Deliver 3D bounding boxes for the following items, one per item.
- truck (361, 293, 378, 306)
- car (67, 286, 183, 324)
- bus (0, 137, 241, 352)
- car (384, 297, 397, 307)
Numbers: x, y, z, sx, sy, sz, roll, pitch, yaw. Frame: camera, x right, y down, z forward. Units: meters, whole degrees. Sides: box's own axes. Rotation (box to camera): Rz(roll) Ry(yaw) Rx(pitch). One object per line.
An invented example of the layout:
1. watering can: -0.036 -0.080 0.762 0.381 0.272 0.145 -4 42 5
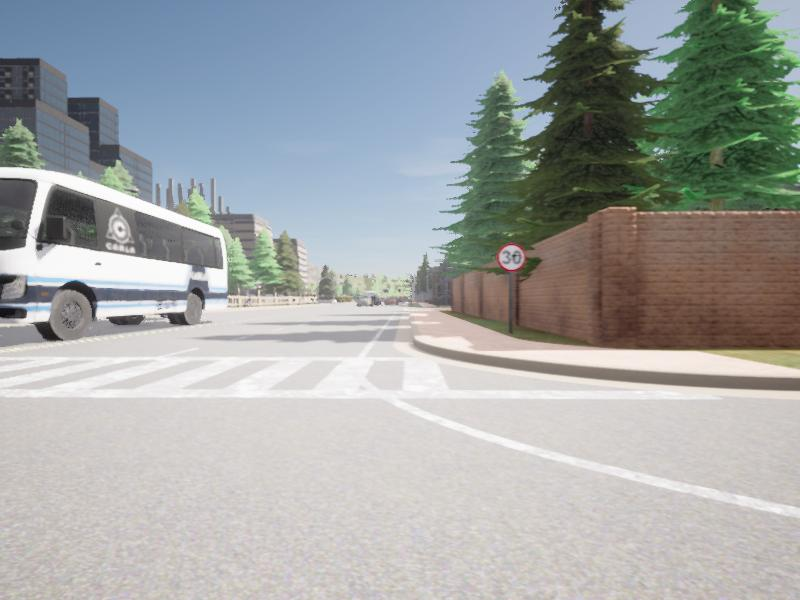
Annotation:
1. truck: -5.207 -0.054 69.858 2.390 2.098 6.274 0 0 1
2. car: -12.802 0.216 19.187 1.801 1.575 5.366 0 0 1
3. bus: -9.247 -1.129 13.069 3.944 4.253 10.273 0 0 0
4. car: -1.671 0.321 72.941 2.152 1.651 5.027 0 0 1
